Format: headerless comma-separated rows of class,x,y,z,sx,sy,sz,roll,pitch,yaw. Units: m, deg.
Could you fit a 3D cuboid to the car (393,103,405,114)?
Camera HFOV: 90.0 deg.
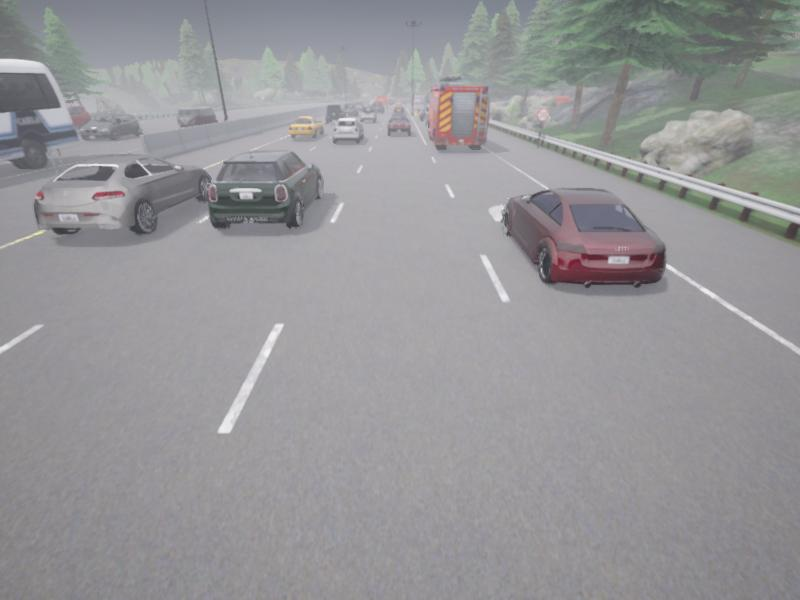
car,-0.184,-31.662,66.005,1.882,1.535,5.008,0,27,0

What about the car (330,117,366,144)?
car,-3.555,-11.850,27.836,1.970,1.475,3.806,0,27,0

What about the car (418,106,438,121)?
car,3.396,-23.120,49.521,2.038,1.542,4.974,0,27,0

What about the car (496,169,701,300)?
car,3.478,-1.587,8.134,1.994,1.385,4.181,0,28,0

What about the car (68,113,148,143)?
car,-21.061,-12.635,29.168,2.242,1.667,4.611,0,28,0

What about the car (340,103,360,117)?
car,-7.144,-27.431,57.710,2.242,1.667,4.611,0,28,0

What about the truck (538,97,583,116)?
truck,23.371,-28.317,58.493,5.204,2.467,2.627,-1,27,-1

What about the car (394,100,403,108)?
car,-0.311,-46.364,94.377,1.801,1.575,5.366,1,27,1

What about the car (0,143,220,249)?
car,-7.027,-3.015,10.631,2.152,1.651,5.027,0,27,0

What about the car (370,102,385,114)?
car,-3.690,-32.204,66.914,2.242,1.667,4.611,0,28,0

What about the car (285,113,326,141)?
car,-7.061,-13.261,30.453,1.801,1.575,5.366,0,27,0

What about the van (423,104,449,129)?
van,3.424,-17.987,39.053,2.069,2.038,4.480,0,27,0

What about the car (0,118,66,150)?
car,-24.552,-10.741,25.669,1.882,1.535,5.008,0,27,0

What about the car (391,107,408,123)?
car,-0.092,-21.182,45.786,1.845,1.501,3.633,0,28,0

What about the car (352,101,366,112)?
car,-7.213,-34.556,71.486,2.033,1.649,4.856,0,27,0

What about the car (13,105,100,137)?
car,-28.067,-14.854,33.059,2.150,2.045,5.566,0,28,0

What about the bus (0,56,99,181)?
bus,-17.414,-6.754,14.986,3.944,4.253,10.273,0,29,0

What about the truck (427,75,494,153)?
truck,3.451,-11.955,25.473,2.891,3.827,8.468,0,27,0

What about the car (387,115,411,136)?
car,-0.067,-14.563,33.263,1.895,1.301,4.718,0,27,0

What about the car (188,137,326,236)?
car,-3.527,-3.342,11.066,2.097,1.767,4.553,0,27,0

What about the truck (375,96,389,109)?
truck,-3.781,-42.050,85.045,2.627,2.467,5.204,0,27,0

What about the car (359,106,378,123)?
car,-3.594,-21.475,46.272,1.851,1.617,3.988,0,27,0

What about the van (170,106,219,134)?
van,-17.569,-15.584,34.517,1.775,1.987,4.442,0,27,0

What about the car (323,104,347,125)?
car,-7.087,-20.483,44.055,1.905,1.878,3.866,0,27,0

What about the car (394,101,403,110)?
car,-0.262,-39.716,81.545,1.801,1.575,5.366,0,27,0
